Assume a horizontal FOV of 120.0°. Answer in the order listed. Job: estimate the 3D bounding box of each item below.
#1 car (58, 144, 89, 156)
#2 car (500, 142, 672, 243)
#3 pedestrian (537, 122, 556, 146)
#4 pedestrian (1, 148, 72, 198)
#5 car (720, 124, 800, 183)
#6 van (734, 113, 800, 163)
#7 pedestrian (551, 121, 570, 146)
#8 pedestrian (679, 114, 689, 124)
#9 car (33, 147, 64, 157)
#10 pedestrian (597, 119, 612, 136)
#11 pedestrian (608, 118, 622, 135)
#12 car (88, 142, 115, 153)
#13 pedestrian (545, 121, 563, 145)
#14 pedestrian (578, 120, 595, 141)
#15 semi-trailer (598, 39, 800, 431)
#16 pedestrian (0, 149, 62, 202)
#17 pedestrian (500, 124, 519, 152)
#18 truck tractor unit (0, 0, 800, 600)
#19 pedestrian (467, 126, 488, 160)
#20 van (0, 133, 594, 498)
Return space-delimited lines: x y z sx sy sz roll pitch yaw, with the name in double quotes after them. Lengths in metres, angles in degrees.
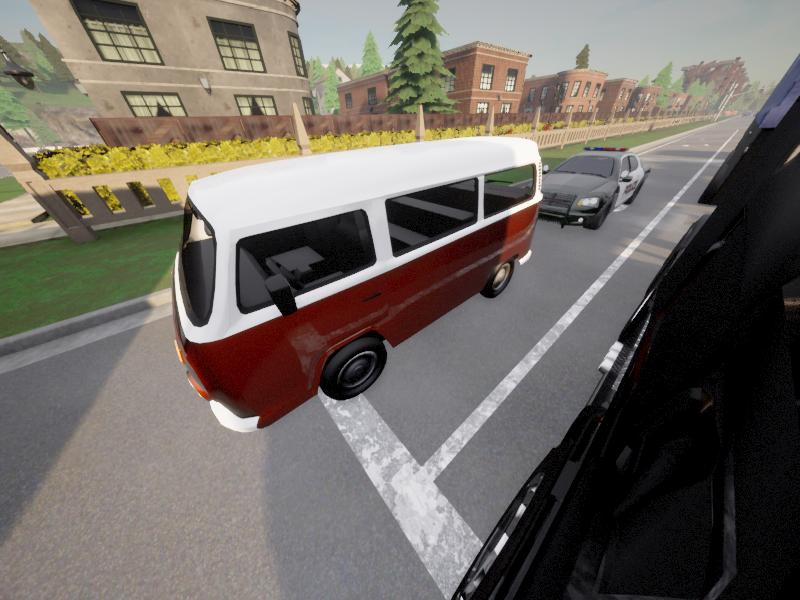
-71.639 -33.066 50.760 1.932 1.855 4.605 -19 40 -21 "car"
5.278 -3.336 6.488 4.974 1.542 2.038 -28 44 -30 "car"
14.160 -16.092 22.400 0.751 1.860 0.751 -10 37 -10 "pedestrian"
-16.526 -5.807 10.592 0.751 1.860 0.751 -27 43 -29 "pedestrian"
16.057 -6.373 9.802 5.027 1.651 2.152 -28 44 -30 "car"
20.803 -9.060 12.778 4.442 1.987 1.775 -28 44 -30 "van"
15.240 -15.861 22.024 0.751 1.860 0.751 -29 44 -31 "pedestrian"
73.295 -46.717 59.599 0.751 1.860 0.751 28 47 34 "pedestrian"
-74.188 -31.284 48.866 1.816 1.474 4.193 -19 40 -21 "car"
27.459 -23.200 31.060 0.751 1.860 0.751 -29 44 -30 "pedestrian"
29.598 -23.870 31.819 0.751 1.860 0.751 28 47 34 "pedestrian"
-69.864 -35.710 54.185 1.905 1.878 3.866 -16 39 -17 "car"
15.217 -16.526 22.913 0.751 1.860 0.751 -30 45 -31 "pedestrian"
20.902 -19.027 25.897 0.751 1.860 0.751 -29 44 -31 "pedestrian"
8.699 -3.606 4.223 14.254 4.402 2.717 -28 44 -30 "semi-trailer"
-16.139 -5.377 9.993 0.751 1.860 0.751 -28 44 -30 "pedestrian"
9.063 -13.443 19.182 0.751 1.860 0.751 -27 43 -29 "pedestrian"
2.645 -0.295 0.351 6.516 4.208 3.053 -28 44 -30 "truck tractor unit"
5.202 -10.551 15.562 0.751 1.860 0.751 -28 44 -30 "pedestrian"
-0.050 -0.701 2.878 4.480 2.038 2.069 -28 44 -30 "van"
